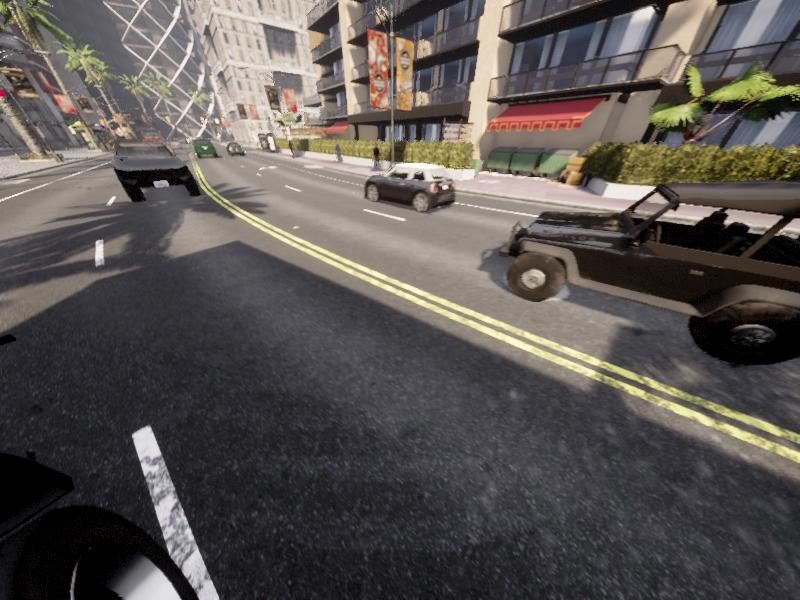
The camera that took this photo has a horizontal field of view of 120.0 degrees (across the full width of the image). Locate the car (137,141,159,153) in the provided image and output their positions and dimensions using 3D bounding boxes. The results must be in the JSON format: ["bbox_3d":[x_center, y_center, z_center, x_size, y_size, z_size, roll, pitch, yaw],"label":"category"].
[{"bbox_3d":[-42.638,-25.987,39.215,1.789,1.549,3.705,-23,41,-30],"label":"car"}]

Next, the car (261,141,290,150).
[{"bbox_3d":[-28.737,-35.828,53.543,5.366,1.575,1.801,-24,42,-31],"label":"car"}]

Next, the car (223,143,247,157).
[{"bbox_3d":[-23.782,-21.669,33.265,1.851,1.617,3.988,-23,41,-30],"label":"car"}]

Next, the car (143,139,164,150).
[{"bbox_3d":[-49.250,-31.076,46.204,2.097,1.767,4.553,-23,41,-30],"label":"car"}]

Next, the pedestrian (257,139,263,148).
[{"bbox_3d":[-37.565,-42.033,61.984,0.751,1.860,0.751,-29,44,-35],"label":"pedestrian"}]

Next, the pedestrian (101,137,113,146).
[{"bbox_3d":[-71.918,-38.895,56.698,0.751,1.860,0.751,3,35,3],"label":"pedestrian"}]

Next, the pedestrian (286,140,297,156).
[{"bbox_3d":[-15.434,-21.703,32.909,0.751,1.860,0.751,-23,41,-30],"label":"pedestrian"}]

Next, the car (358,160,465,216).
[{"bbox_3d":[0.337,-4.750,9.490,3.806,1.475,1.970,27,43,33],"label":"car"}]

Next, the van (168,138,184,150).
[{"bbox_3d":[-48.193,-33.655,49.743,1.775,1.987,4.442,-23,41,-30],"label":"van"}]

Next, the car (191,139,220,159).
[{"bbox_3d":[-25.407,-19.756,30.113,2.150,2.045,5.566,-22,41,-29],"label":"car"}]

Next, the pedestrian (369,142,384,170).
[{"bbox_3d":[-1.879,-11.555,18.567,0.751,1.860,0.751,-25,42,-32],"label":"pedestrian"}]

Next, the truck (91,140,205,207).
[{"bbox_3d":[-11.692,-6.322,11.017,2.390,2.098,6.274,-27,43,-33],"label":"truck"}]

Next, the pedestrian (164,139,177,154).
[{"bbox_3d":[-36.308,-24.278,36.550,0.751,1.860,0.751,-23,42,-30],"label":"pedestrian"}]

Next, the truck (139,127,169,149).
[{"bbox_3d":[-55.673,-36.758,52.473,2.891,3.827,8.468,-23,41,-30],"label":"truck"}]

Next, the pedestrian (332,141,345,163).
[{"bbox_3d":[-6.224,-14.930,23.340,0.751,1.860,0.751,-24,42,-31],"label":"pedestrian"}]

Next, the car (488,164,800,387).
[{"bbox_3d":[3.768,-0.770,3.474,3.866,1.878,1.905,22,40,28],"label":"car"}]
